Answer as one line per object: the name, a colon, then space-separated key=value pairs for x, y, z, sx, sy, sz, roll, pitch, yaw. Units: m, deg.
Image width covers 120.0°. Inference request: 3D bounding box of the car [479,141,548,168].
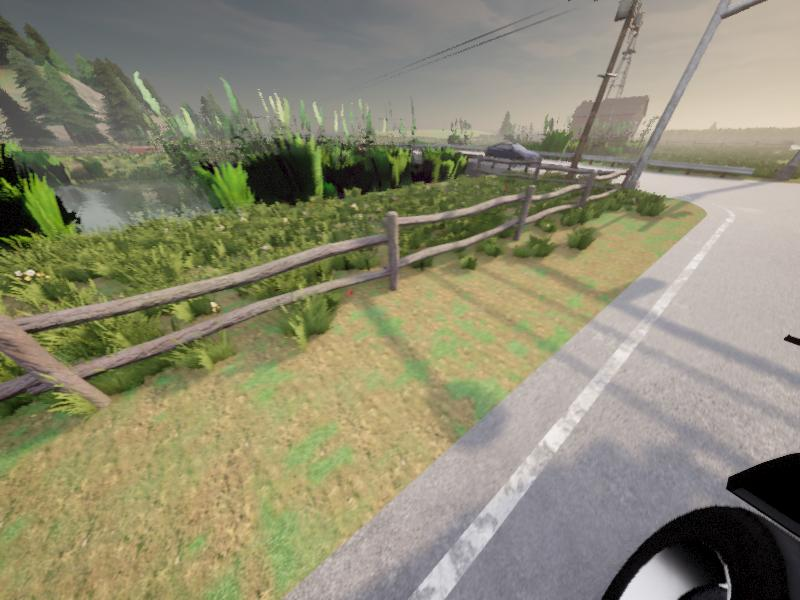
car: x=9.149 y=-12.121 z=19.081 sx=1.812 sy=1.442 sz=4.674 roll=-21 pitch=43 yaw=-26
